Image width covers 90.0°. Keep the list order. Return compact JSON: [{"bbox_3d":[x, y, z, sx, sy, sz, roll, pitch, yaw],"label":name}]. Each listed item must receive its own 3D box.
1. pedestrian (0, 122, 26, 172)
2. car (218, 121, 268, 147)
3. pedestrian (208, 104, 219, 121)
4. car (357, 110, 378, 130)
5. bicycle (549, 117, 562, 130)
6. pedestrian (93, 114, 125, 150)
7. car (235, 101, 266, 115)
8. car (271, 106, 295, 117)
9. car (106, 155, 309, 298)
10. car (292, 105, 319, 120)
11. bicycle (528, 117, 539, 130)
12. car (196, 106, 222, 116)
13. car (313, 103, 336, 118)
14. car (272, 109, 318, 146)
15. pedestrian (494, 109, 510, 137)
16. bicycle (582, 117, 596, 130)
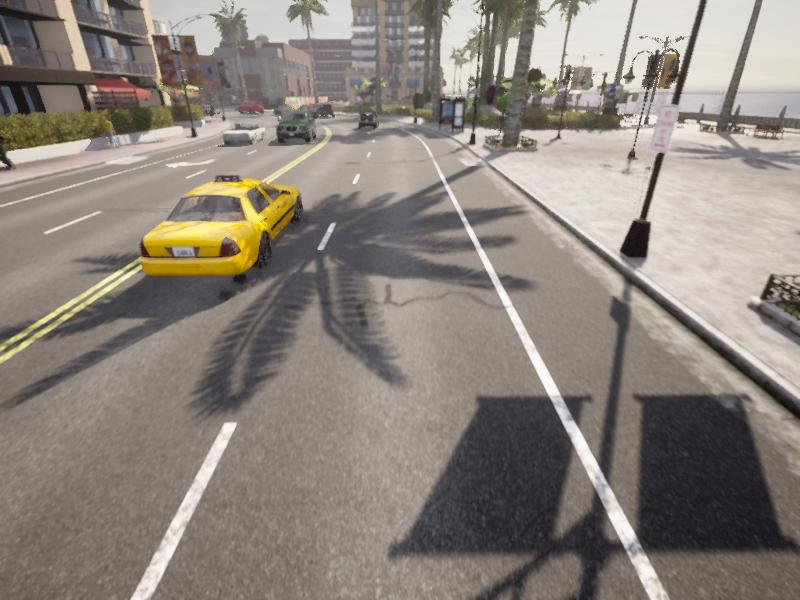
[{"bbox_3d":[-16.741,-6.408,16.753,0.751,1.860,0.751,1,27,1],"label":"pedestrian"},{"bbox_3d":[-10.803,-11.627,27.886,1.895,1.301,4.718,-2,27,-4],"label":"car"},{"bbox_3d":[-22.559,-22.649,48.387,0.751,1.860,0.751,-4,27,-7],"label":"pedestrian"},{"bbox_3d":[-3.187,-18.058,40.028,1.851,1.617,3.988,0,27,0],"label":"car"},{"bbox_3d":[14.109,-16.010,36.293,0.373,1.024,1.643,0,27,-1],"label":"bicycle"},{"bbox_3d":[-17.077,-9.878,23.508,0.751,1.860,0.751,2,27,5],"label":"pedestrian"},{"bbox_3d":[-26.364,-33.897,70.484,5.566,2.045,2.150,18,32,32],"label":"car"},{"bbox_3d":[-18.762,-30.316,64.189,1.994,1.385,4.181,-21,34,-35],"label":"car"},{"bbox_3d":[-3.506,-1.969,8.746,1.801,1.575,5.366,0,27,0],"label":"car"},{"bbox_3d":[-13.530,-26.778,56.980,2.242,1.667,4.611,-15,31,-27],"label":"car"},{"bbox_3d":[12.097,-15.996,36.273,0.373,1.024,1.643,0,27,-1],"label":"bicycle"},{"bbox_3d":[-31.720,-31.416,66.389,3.806,1.475,1.970,18,32,32],"label":"car"},{"bbox_3d":[-11.356,-28.350,59.783,1.905,1.878,3.866,-16,31,-28],"label":"car"},{"bbox_3d":[-7.385,-12.510,28.769,2.150,2.045,5.566,-2,27,-4],"label":"car"},{"bbox_3d":[7.593,-13.179,29.819,0.751,1.860,0.751,-3,27,-6],"label":"pedestrian"},{"bbox_3d":[17.127,-16.032,36.322,0.373,1.024,1.643,0,27,-1],"label":"bicycle"}]
